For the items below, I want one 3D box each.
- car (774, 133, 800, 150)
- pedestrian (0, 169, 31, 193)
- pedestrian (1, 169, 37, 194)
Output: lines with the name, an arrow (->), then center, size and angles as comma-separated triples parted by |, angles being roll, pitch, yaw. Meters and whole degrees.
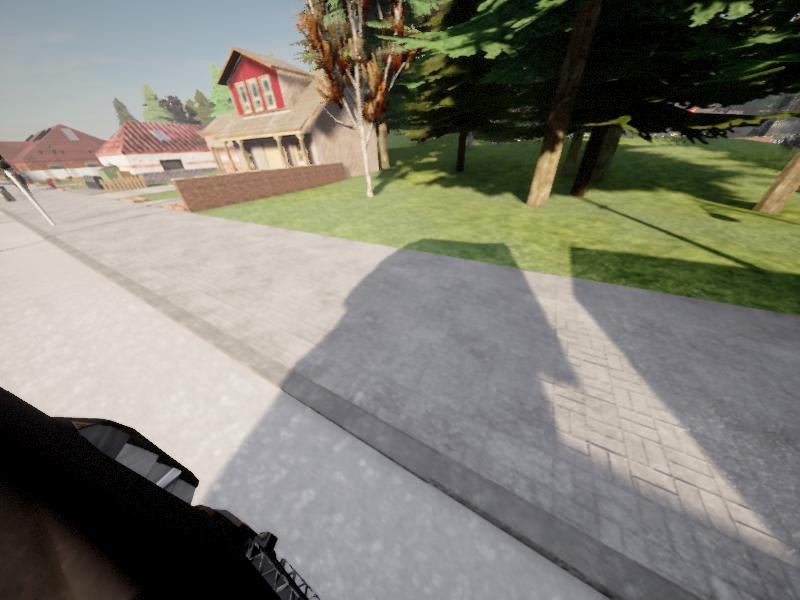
car -> 50.647, -19.882, 28.816 | 2.152, 1.651, 5.027 | 16, 38, 26
pedestrian -> -35.222, -10.849, 21.054 | 0.751, 1.860, 0.751 | 11, 36, 20
pedestrian -> -33.285, -10.383, 20.206 | 0.751, 1.860, 0.751 | 13, 37, 23
